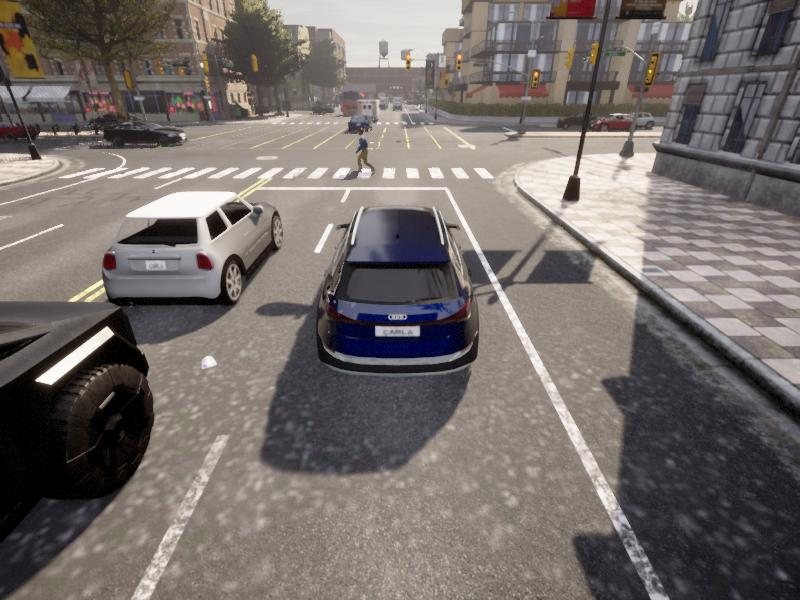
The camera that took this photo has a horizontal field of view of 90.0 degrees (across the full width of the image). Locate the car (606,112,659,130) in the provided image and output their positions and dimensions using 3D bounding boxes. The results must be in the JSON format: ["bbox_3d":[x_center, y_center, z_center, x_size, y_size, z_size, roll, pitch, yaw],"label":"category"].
[{"bbox_3d":[22.790,-17.635,39.347,3.806,1.475,1.970,0,27,0],"label":"car"}]

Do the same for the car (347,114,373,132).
[{"bbox_3d":[-3.716,-16.643,37.533,1.994,1.385,4.181,0,27,0],"label":"car"}]

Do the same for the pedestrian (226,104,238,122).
[{"bbox_3d":[-19.517,-21.725,46.506,0.751,1.860,0.751,5,28,9],"label":"pedestrian"}]

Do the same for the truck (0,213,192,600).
[{"bbox_3d":[-3.506,1.610,1.187,2.390,2.098,6.274,0,27,0],"label":"truck"}]

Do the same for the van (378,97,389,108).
[{"bbox_3d":[-4.090,-49.579,100.508,2.351,2.431,6.366,0,27,0],"label":"van"}]

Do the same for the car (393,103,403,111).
[{"bbox_3d":[-0.495,-40.991,84.909,2.033,1.411,5.357,0,27,0],"label":"car"}]

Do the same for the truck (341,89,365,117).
[{"bbox_3d":[-7.381,-31.588,63.942,2.891,3.827,8.468,0,27,0],"label":"truck"}]

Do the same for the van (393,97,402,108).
[{"bbox_3d":[-0.601,-50.552,102.403,2.351,2.431,6.366,0,27,0],"label":"van"}]

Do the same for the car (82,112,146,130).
[{"bbox_3d":[-28.070,-17.628,39.369,4.674,1.442,1.812,0,27,0],"label":"car"}]

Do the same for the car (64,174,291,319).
[{"bbox_3d":[-3.538,-1.234,7.406,1.970,1.475,3.806,0,27,0],"label":"car"}]

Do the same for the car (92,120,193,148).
[{"bbox_3d":[-16.566,-10.805,26.007,4.902,1.511,2.128,0,27,0],"label":"car"}]

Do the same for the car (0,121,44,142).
[{"bbox_3d":[-29.306,-12.309,29.173,4.718,1.301,1.895,0,27,0],"label":"car"}]

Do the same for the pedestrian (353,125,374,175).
[{"bbox_3d":[-1.506,-6.276,16.752,0.751,1.860,0.751,0,27,-1],"label":"pedestrian"}]

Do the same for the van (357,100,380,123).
[{"bbox_3d":[-3.852,-23.805,50.323,2.351,2.431,6.366,1,27,1],"label":"van"}]

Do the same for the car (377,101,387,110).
[{"bbox_3d":[-4.019,-42.948,88.466,1.930,1.638,5.238,0,27,0],"label":"car"}]

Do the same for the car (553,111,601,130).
[{"bbox_3d":[17.358,-17.670,39.332,3.705,1.549,1.789,0,27,0],"label":"car"}]

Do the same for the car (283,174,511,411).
[{"bbox_3d":[-0.032,-0.648,6.099,2.033,1.649,4.856,0,27,0],"label":"car"}]

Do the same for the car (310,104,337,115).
[{"bbox_3d":[-13.022,-32.561,68.236,1.930,1.638,5.238,-21,34,-36],"label":"car"}]

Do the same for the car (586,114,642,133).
[{"bbox_3d":[19.291,-16.037,36.236,3.806,1.475,1.970,0,27,0],"label":"car"}]
